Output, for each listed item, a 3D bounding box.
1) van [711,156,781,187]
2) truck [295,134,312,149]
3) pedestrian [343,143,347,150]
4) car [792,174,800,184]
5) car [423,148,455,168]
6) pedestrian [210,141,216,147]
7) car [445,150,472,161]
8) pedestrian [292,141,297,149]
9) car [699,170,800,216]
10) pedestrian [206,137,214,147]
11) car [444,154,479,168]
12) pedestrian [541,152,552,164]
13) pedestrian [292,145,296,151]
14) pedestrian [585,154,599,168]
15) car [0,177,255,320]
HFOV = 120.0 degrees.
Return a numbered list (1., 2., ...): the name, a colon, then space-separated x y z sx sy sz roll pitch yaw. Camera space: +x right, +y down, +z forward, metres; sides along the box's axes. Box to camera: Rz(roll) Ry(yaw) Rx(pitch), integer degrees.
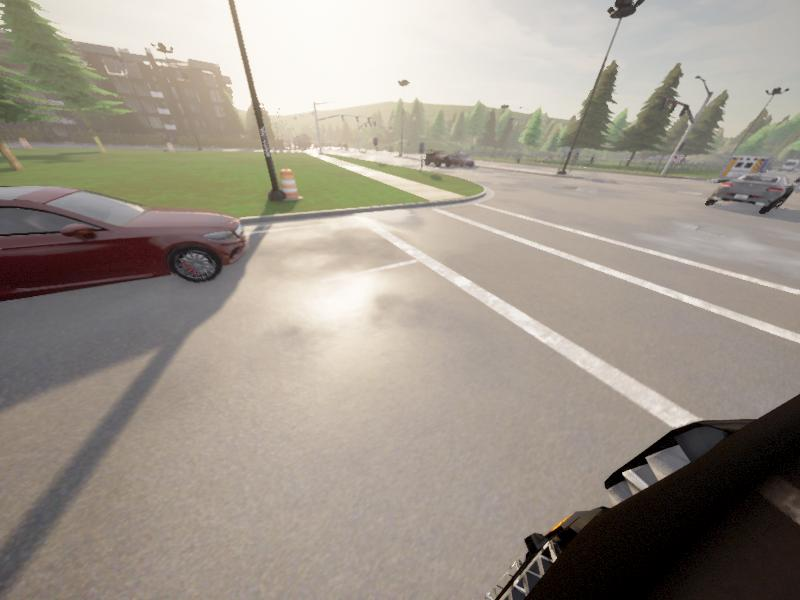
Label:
1. van: 35.467 -13.249 23.685 6.366 2.431 2.351 -16 38 -26
2. truck: -31.414 -51.674 75.278 2.891 3.827 8.468 -16 38 -26
3. pedestrian: -16.656 -46.500 70.078 0.751 1.860 0.751 -17 38 -26
4. car: 49.405 -14.608 27.626 4.718 1.301 1.895 -16 38 -26
5. car: 4.843 -18.111 29.415 1.905 1.878 3.866 -16 38 -25
6. pedestrian: -43.881 -36.661 54.255 0.500 1.100 0.500 -1 34 -5
7. car: 11.439 -28.312 45.249 1.930 1.638 5.238 -16 38 -25
8. pedestrian: -27.754 -40.768 60.731 0.751 1.860 0.751 2 34 -1
9. car: 18.693 -5.764 12.180 5.027 1.651 2.152 -16 38 -26
10. pedestrian: -43.956 -36.585 53.454 0.751 1.860 0.751 -6 35 -13
11. car: 8.060 -18.581 30.792 1.994 1.385 4.181 -16 38 -25
12. pedestrian: 27.037 -26.239 42.662 0.751 1.860 0.751 -13 37 -22
13. pedestrian: -26.275 -37.756 57.298 0.500 1.100 0.500 -14 37 -23
14. pedestrian: 30.406 -22.044 36.638 0.751 1.860 0.751 -14 37 -23
15. car: -5.213 -0.957 3.634 4.674 1.442 1.812 -16 38 -26
